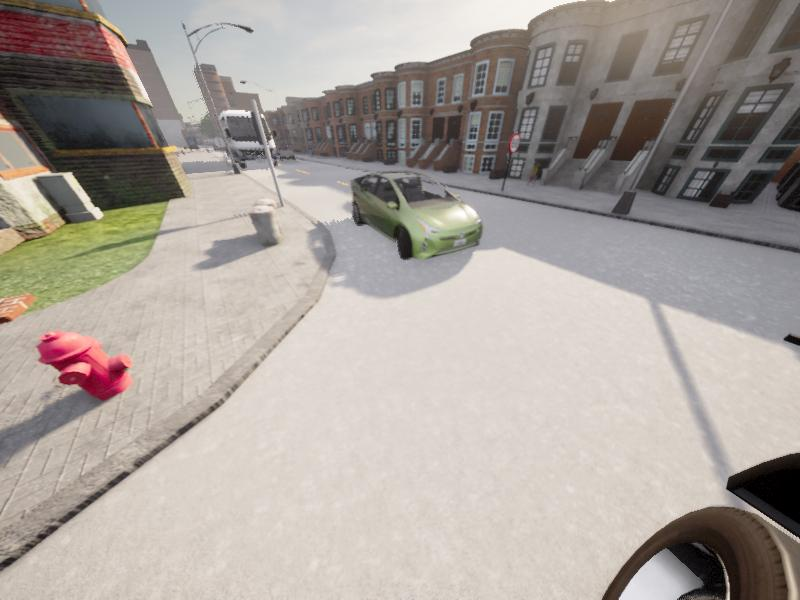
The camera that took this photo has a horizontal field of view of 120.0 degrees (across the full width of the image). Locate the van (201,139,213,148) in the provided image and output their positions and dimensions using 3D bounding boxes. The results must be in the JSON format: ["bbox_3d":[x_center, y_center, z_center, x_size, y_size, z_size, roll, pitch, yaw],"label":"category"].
[{"bbox_3d":[-65.296,-53.092,78.125,2.351,2.431,6.366,-24,41,-29],"label":"van"}]

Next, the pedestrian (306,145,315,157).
[{"bbox_3d":[-12.137,-20.162,31.291,0.751,1.300,0.751,-14,37,-18],"label":"pedestrian"}]

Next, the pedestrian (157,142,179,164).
[{"bbox_3d":[-24.028,-15.273,23.975,0.751,1.860,0.751,24,42,30],"label":"pedestrian"}]

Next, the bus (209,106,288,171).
[{"bbox_3d":[-15.123,-15.747,22.708,3.944,4.253,10.273,-23,41,-29],"label":"bus"}]

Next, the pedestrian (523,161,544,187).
[{"bbox_3d":[6.777,-6.390,11.747,0.500,1.100,0.500,-28,44,-33],"label":"pedestrian"}]

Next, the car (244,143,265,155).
[{"bbox_3d":[-24.883,-25.859,39.470,1.801,1.575,5.366,-23,41,-29],"label":"car"}]

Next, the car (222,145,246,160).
[{"bbox_3d":[-22.903,-20.462,31.863,1.837,1.490,4.892,-23,42,-29],"label":"car"}]

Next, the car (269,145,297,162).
[{"bbox_3d":[-14.010,-17.509,27.565,1.845,1.501,3.633,-23,41,-29],"label":"car"}]

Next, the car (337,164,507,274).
[{"bbox_3d":[0.114,-2.552,6.209,2.007,1.525,4.514,-19,39,-24],"label":"car"}]
